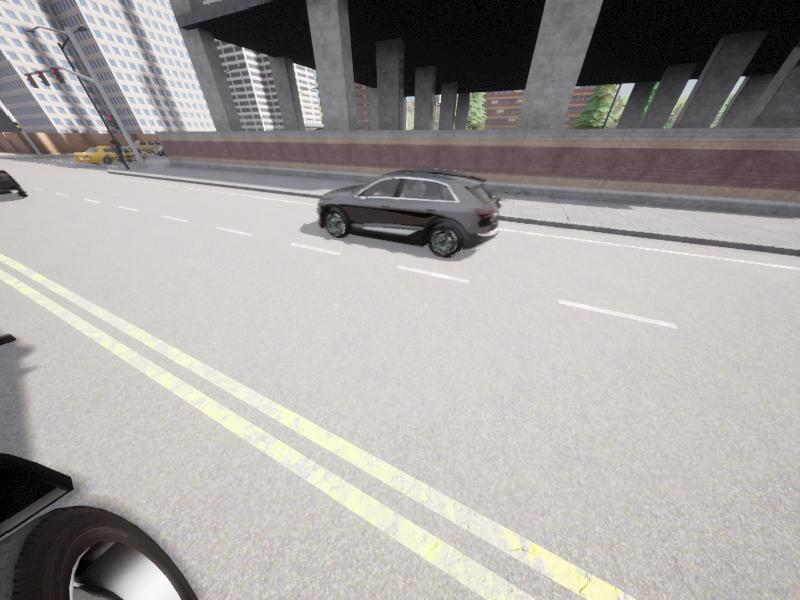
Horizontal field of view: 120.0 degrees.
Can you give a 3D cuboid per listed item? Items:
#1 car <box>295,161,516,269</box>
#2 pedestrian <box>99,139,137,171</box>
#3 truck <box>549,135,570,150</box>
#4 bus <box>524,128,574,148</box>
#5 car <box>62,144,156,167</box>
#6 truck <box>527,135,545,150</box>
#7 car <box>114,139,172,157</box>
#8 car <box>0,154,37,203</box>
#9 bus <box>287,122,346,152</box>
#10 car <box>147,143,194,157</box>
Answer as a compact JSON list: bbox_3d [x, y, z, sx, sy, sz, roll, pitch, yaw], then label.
[{"bbox_3d":[0.095,-2.445,5.954,4.856,1.649,2.033,15,38,20],"label":"car"},{"bbox_3d":[-20.308,-10.485,16.714,0.751,1.860,0.751,-10,36,-14],"label":"pedestrian"},{"bbox_3d":[33.304,-33.048,48.468,2.615,2.467,5.204,15,38,20],"label":"truck"},{"bbox_3d":[39.923,-43.888,62.579,10.273,4.253,3.944,15,38,20],"label":"bus"},{"bbox_3d":[-27.532,-14.032,22.245,1.801,1.575,5.366,6,36,8],"label":"car"},{"bbox_3d":[29.392,-34.103,49.940,2.615,2.467,5.204,15,38,20],"label":"truck"},{"bbox_3d":[-34.393,-20.513,31.122,1.932,1.855,4.605,17,38,22],"label":"car"},{"bbox_3d":[-18.696,-5.267,9.831,5.238,1.638,1.930,15,38,20],"label":"car"},{"bbox_3d":[-15.277,-30.859,43.826,3.944,4.253,10.273,15,38,20],"label":"bus"},{"bbox_3d":[-30.679,-20.188,31.032,1.970,1.475,3.806,15,38,20],"label":"car"}]
